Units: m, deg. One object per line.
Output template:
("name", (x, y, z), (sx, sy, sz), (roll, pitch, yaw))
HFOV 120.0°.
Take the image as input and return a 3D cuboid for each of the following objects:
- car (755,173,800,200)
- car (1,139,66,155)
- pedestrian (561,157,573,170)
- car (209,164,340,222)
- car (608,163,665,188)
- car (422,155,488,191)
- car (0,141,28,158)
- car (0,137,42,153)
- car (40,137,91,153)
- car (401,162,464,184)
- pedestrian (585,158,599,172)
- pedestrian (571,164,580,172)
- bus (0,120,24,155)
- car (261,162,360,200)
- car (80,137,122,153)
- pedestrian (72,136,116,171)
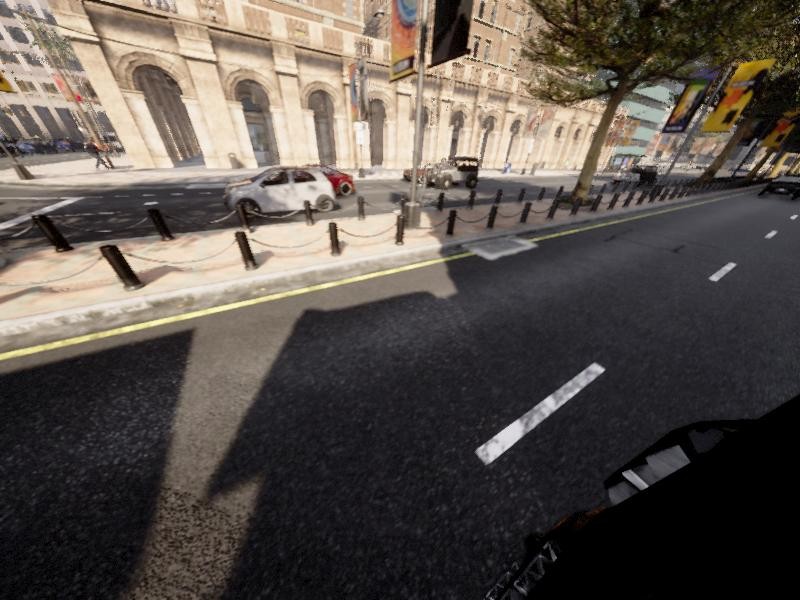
("car", (32.491, -9.546, 19.315), (5.238, 1.638, 1.930), (-16, 38, -26))
("car", (-42.919, -18.084, 27.279), (2.033, 1.411, 5.357), (-16, 38, -26))
("pedestrian", (28.912, -23.677, 40.064), (0.751, 1.860, 0.751), (-10, 35, -18))
("car", (-4.340, -4.023, 8.430), (3.633, 1.501, 1.845), (-16, 38, -26))
("car", (22.435, -11.840, 21.889), (4.605, 1.855, 1.932), (-16, 38, -26))
("car", (3.713, -8.698, 15.783), (3.866, 1.878, 1.905), (-16, 38, -26))
("car", (-39.361, -14.533, 22.209), (1.895, 1.301, 4.718), (-16, 38, -26))
("car", (-48.006, -19.305, 28.662), (2.007, 1.525, 4.514), (-16, 38, -26))
("car", (-46.538, -21.716, 32.348), (2.152, 1.651, 5.027), (-16, 37, -25))
("car", (2.586, -10.194, 18.519), (4.718, 1.301, 1.895), (-16, 38, -26))
("pedestrian", (30.455, -21.381, 36.676), (0.751, 1.860, 0.751), (-11, 36, -19))
("pedestrian", (26.682, -20.106, 35.163), (0.500, 1.100, 0.500), (-10, 35, -18))
("bus", (-43.395, -16.063, 21.562), (3.944, 4.253, 10.273), (-16, 38, -26))
("car", (-4.447, -6.140, 11.798), (4.181, 1.385, 1.994), (-16, 38, -26))
("car", (-43.373, -22.561, 33.699), (2.097, 1.767, 4.553), (-16, 38, -26))
("pedestrian", (-20.188, -9.672, 15.308), (0.751, 1.860, 0.751), (1, 33, -3))
